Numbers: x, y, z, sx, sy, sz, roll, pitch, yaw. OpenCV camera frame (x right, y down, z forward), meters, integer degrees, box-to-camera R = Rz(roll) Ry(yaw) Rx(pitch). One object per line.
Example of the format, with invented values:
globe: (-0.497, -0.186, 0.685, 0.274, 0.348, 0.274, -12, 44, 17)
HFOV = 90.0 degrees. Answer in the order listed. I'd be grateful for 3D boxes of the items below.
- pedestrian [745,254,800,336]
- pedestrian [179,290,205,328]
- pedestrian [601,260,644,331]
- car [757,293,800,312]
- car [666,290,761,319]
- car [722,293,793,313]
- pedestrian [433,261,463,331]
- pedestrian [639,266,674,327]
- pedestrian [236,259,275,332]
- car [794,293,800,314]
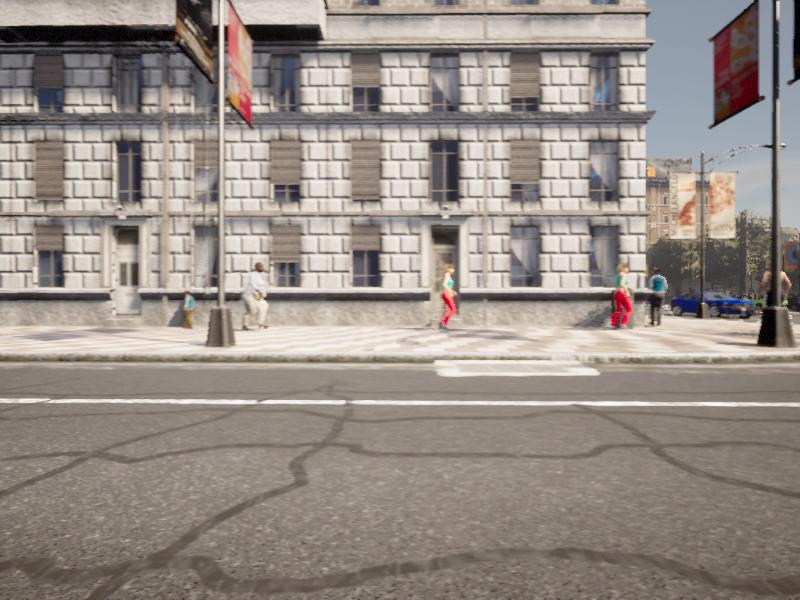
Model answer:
pedestrian: (8.906, -0.111, 9.522, 0.751, 1.860, 0.751, 0, 0, 9)
pedestrian: (-6.163, 0.264, 11.857, 0.500, 1.100, 0.500, 0, 0, 1)
pedestrian: (6.017, -0.112, 10.863, 0.751, 1.860, 0.751, 0, 0, 2)
car: (33.752, 0.204, 34.811, 1.851, 1.617, 3.988, 0, 0, 1)
car: (18.644, 0.232, 24.158, 1.882, 1.535, 5.008, 0, 0, 1)
car: (30.241, 0.243, 34.067, 2.007, 1.525, 4.514, 0, 0, 1)
pedestrian: (1.293, -0.113, 10.995, 0.751, 1.860, 0.751, 0, 0, 1)
pedestrian: (8.037, -0.111, 12.562, 0.751, 1.860, 0.751, 0, 0, 17)
pedestrian: (-3.797, -0.115, 10.585, 0.751, 1.860, 0.751, 0, 0, 2)
car: (30.182, 0.228, 27.884, 1.789, 1.549, 3.705, 0, 0, 1)
